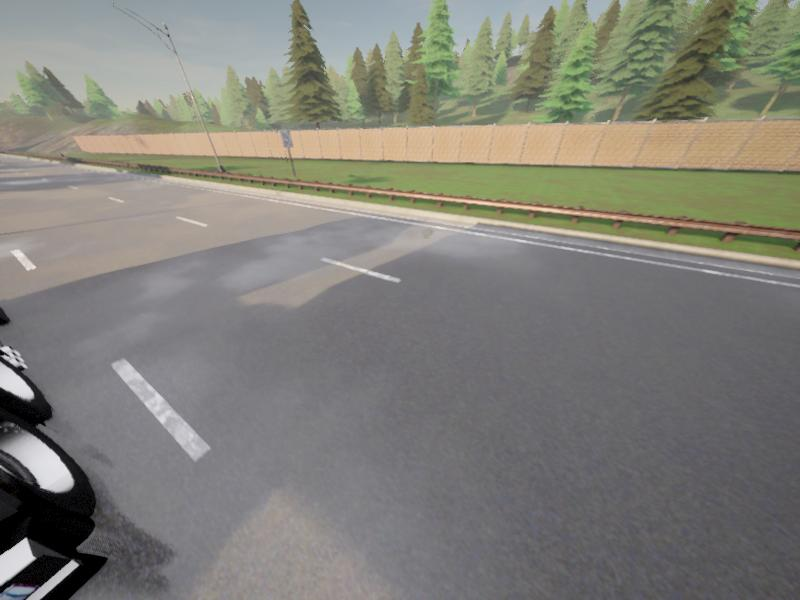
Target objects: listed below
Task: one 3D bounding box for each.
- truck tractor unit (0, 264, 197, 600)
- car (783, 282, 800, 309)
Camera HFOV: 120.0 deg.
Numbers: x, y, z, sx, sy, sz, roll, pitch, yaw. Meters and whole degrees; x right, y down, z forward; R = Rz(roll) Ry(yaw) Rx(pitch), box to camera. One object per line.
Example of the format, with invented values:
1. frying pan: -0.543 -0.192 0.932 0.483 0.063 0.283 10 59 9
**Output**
1. truck tractor unit: -5.111 -0.299 0.786 6.516 4.208 3.053 18 39 24
2. car: 8.088 0.377 1.818 4.553 1.767 2.097 18 39 24
